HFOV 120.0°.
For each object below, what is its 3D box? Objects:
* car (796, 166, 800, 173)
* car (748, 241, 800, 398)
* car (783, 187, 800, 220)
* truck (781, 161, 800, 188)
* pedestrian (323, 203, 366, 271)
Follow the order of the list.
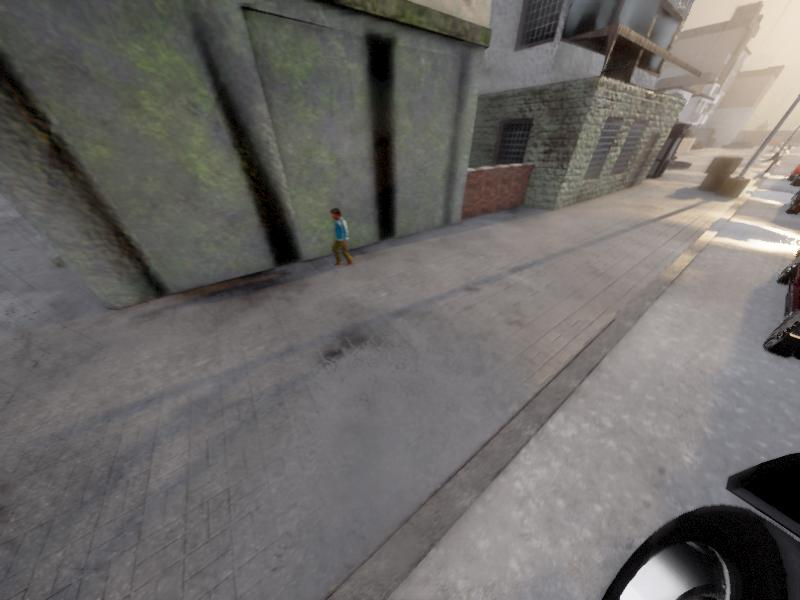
[{"bbox_3d":[30.667,-10.106,16.353,3.866,1.878,1.905,-22,41,-28],"label":"car"},{"bbox_3d":[6.474,-0.009,2.744,4.718,1.301,1.895,-22,41,-28],"label":"car"},{"bbox_3d":[15.083,-3.548,7.630,4.181,1.385,1.994,-22,41,-28],"label":"car"},{"bbox_3d":[22.801,-7.124,11.723,5.204,2.467,2.627,-21,40,-29],"label":"truck"},{"bbox_3d":[-1.042,-1.209,4.454,0.500,1.100,0.500,-22,40,-27],"label":"pedestrian"}]
